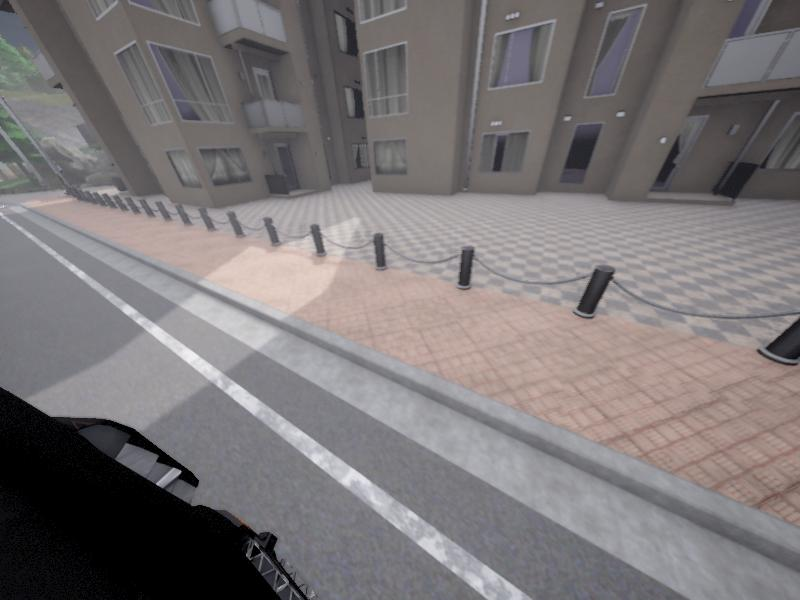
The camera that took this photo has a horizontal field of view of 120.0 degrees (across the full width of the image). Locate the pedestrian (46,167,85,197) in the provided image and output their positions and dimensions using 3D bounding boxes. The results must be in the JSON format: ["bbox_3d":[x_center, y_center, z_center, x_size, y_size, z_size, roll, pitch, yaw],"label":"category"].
[{"bbox_3d":[-24.736,-8.753,17.119,0.751,1.860,0.751,15,37,24],"label":"pedestrian"}]

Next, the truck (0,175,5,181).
[{"bbox_3d":[-80.423,-23.043,43.154,2.390,2.098,6.274,-2,33,1],"label":"truck"}]
